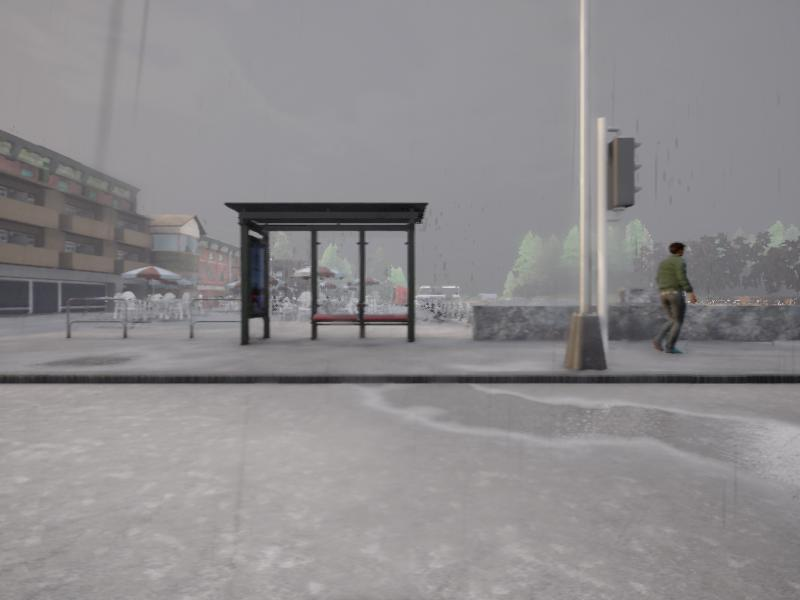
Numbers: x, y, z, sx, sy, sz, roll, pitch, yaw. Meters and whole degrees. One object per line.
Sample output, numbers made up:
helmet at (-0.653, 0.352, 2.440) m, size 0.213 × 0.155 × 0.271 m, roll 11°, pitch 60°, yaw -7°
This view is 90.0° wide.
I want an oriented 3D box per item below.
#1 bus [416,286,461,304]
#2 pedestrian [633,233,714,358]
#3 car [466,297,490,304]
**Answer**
bus at (8.825, -1.144, 92.988) m, size 10.273 × 4.253 × 3.944 m, roll 0°, pitch 0°, yaw 0°
pedestrian at (4.338, -0.069, 6.394) m, size 0.751 × 1.860 × 0.751 m, roll 0°, pitch 0°, yaw -9°
car at (17.302, 0.158, 89.114) m, size 4.856 × 1.649 × 2.033 m, roll 0°, pitch 0°, yaw 0°
